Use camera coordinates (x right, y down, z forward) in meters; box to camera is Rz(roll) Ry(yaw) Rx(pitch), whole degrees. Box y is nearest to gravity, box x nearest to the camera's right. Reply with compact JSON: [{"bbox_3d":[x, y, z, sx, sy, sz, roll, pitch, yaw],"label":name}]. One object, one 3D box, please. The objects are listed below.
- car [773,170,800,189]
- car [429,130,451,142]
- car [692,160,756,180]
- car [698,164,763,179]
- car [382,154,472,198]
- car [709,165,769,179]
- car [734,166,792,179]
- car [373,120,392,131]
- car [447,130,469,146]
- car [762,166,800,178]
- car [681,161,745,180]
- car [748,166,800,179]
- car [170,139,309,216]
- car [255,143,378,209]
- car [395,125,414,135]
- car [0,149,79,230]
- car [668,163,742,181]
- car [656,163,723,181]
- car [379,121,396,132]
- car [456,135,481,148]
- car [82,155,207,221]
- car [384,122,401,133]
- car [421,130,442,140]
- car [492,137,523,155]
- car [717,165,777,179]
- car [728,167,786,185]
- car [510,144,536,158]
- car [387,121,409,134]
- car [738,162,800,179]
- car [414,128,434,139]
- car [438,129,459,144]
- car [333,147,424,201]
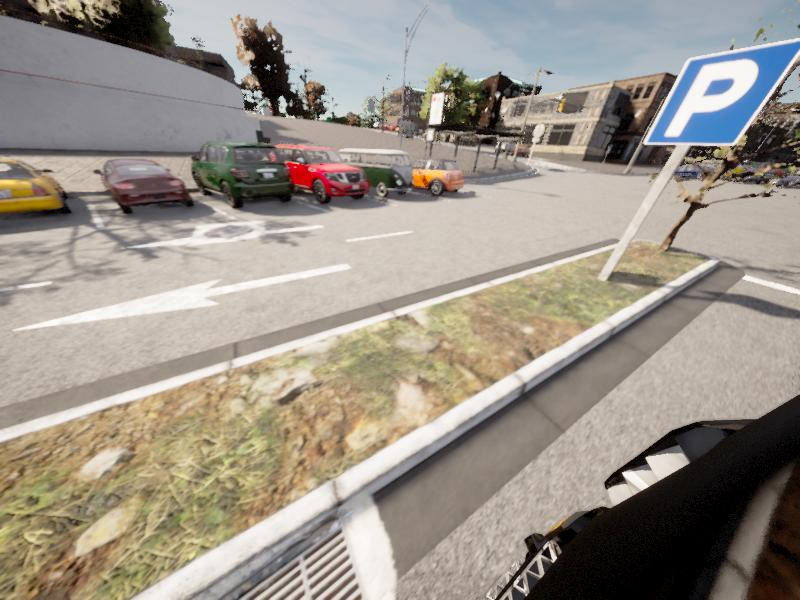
[{"bbox_3d":[39.494,-11.878,22.736,4.193,1.474,1.816,-13,37,-22],"label":"car"},{"bbox_3d":[8.605,-35.005,49.401,1.946,1.575,5.366,32,42,28],"label":"car"},{"bbox_3d":[43.457,-17.635,31.185,1.878,1.987,4.442,-26,43,-37],"label":"car"},{"bbox_3d":[46.127,-18.082,32.451,2.231,1.521,4.892,-26,42,-37],"label":"car"},{"bbox_3d":[1.354,-7.261,13.278,4.553,1.767,2.185,26,40,32],"label":"car"},{"bbox_3d":[48.898,-18.620,33.519,2.002,1.452,4.674,-26,42,-36],"label":"car"},{"bbox_3d":[57.250,-20.297,36.610,2.002,1.452,4.674,-25,42,-35],"label":"car"},{"bbox_3d":[-5.037,-50.490,66.948,2.435,2.045,5.566,27,39,30],"label":"car"},{"bbox_3d":[11.402,-31.593,45.087,1.878,1.987,4.442,32,43,27],"label":"car"},{"bbox_3d":[68.487,-22.432,40.514,2.097,1.535,5.008,-24,41,-34],"label":"car"},{"bbox_3d":[40.595,-17.015,30.241,2.185,1.767,4.553,-27,43,-37],"label":"car"},{"bbox_3d":[62.857,-21.407,38.589,2.097,1.535,5.008,-24,41,-35],"label":"car"},{"bbox_3d":[-6.534,-5.177,9.356,5.566,2.045,2.435,26,40,32],"label":"car"},{"bbox_3d":[-3.877,-5.903,10.636,5.566,2.045,2.435,26,40,32],"label":"car"},{"bbox_3d":[1.152,-43.644,59.307,1.946,1.575,5.366,31,42,27],"label":"car"},{"bbox_3d":[-11.863,-3.533,6.957,5.366,1.575,1.946,26,40,31],"label":"car"},{"bbox_3d":[37.995,-16.218,29.082,1.946,1.575,5.366,-27,43,-37],"label":"car"},{"bbox_3d":[35.086,-15.748,28.252,4.792,1.488,2.163,30,42,35],"label":"car"},{"bbox_3d":[-3.501,-48.817,65.059,2.185,1.767,4.553,29,40,28],"label":"car"},{"bbox_3d":[12.917,-29.729,43.310,2.231,1.521,4.892,32,42,28],"label":"car"},{"bbox_3d":[-9.122,-4.174,8.190,4.674,1.452,2.002,26,40,32],"label":"car"},{"bbox_3d":[-2.015,-47.115,63.048,2.185,1.767,4.553,30,42,27],"label":"car"},{"bbox_3d":[7.005,-36.630,51.296,2.002,1.452,4.674,32,42,27],"label":"car"},{"bbox_3d":[17.401,-24.749,37.218,2.435,2.045,5.566,32,42,28],"label":"car"},{"bbox_3d":[51.676,-19.192,34.570,2.002,1.452,4.674,-25,42,-36],"label":"car"},{"bbox_3d":[39.146,-13.654,25.341,4.902,1.511,2.128,-13,37,-22],"label":"car"},{"bbox_3d":[18.834,-22.777,35.389,2.002,1.452,4.674,31,42,28],"label":"car"},{"bbox_3d":[-0.462,-45.479,60.990,2.435,2.045,5.566,31,42,27],"label":"car"},{"bbox_3d":[60.083,-21.074,37.444,2.435,2.045,5.566,-25,41,-35],"label":"car"},{"bbox_3d":[5.508,-38.361,53.280,2.002,1.452,4.674,31,42,28],"label":"car"},{"bbox_3d":[9.919,-33.327,47.078,1.878,1.987,4.442,32,43,27],"label":"car"},{"bbox_3d":[-1.199,-6.587,11.899,4.442,1.987,1.878,26,40,32],"label":"car"}]
